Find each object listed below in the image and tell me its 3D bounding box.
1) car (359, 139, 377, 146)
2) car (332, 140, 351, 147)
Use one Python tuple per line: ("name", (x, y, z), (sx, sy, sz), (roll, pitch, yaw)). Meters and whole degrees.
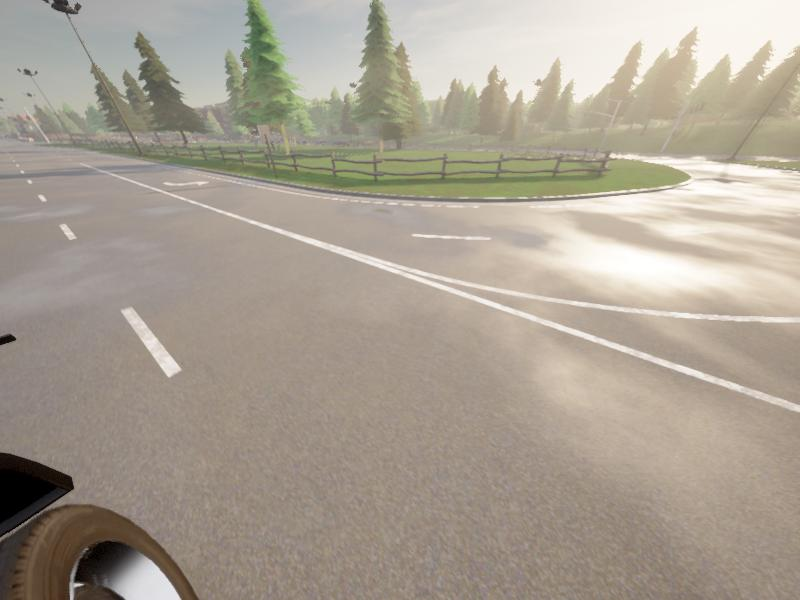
("car", (-9.504, -46.817, 68.778), (5.366, 1.575, 1.801), (22, 41, 28))
("car", (-16.585, -44.705, 65.893), (5.027, 1.651, 2.152), (22, 41, 28))
